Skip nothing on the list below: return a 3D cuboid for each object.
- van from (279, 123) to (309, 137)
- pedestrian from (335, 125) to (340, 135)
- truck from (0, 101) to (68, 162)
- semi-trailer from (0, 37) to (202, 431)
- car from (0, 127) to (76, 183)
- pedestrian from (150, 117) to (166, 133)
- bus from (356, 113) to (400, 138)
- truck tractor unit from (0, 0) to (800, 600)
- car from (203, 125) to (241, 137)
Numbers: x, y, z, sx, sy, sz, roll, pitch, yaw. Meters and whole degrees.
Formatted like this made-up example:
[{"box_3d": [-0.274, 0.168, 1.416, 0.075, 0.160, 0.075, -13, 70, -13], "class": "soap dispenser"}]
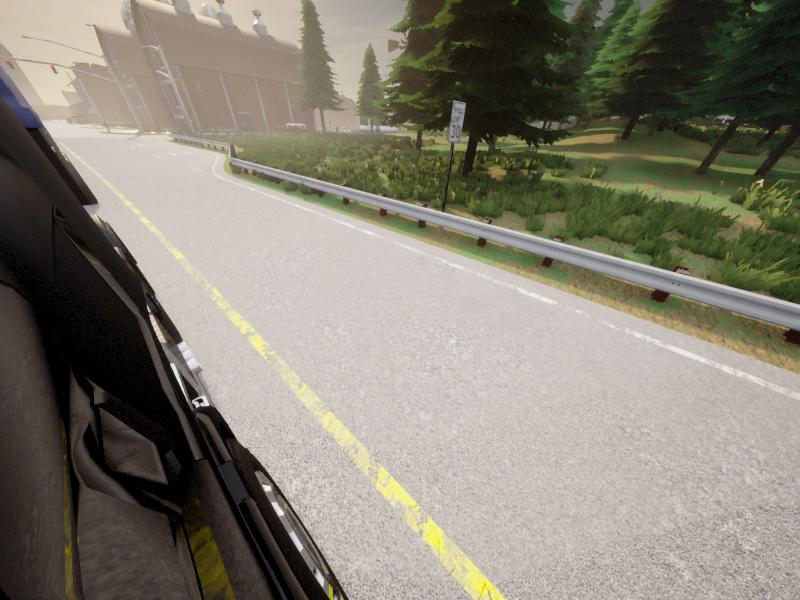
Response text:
[{"box_3d": [-19.938, -32.180, 43.757, 2.069, 2.038, 4.480, 28, 43, 29], "class": "van"}, {"box_3d": [-14.663, -39.768, 54.088, 0.751, 1.860, 0.751, 28, 44, 30], "class": "pedestrian"}, {"box_3d": [-21.925, -9.537, 12.951, 5.204, 2.467, 2.627, 27, 43, 28], "class": "truck"}, {"box_3d": [-8.745, -3.573, 4.180, 14.254, 4.402, 2.717, 28, 43, 29], "class": "semi-trailer"}, {"box_3d": [-16.060, -6.229, 9.719, 4.902, 1.511, 2.128, 27, 43, 29], "class": "car"}, {"box_3d": [-35.250, -25.437, 33.639, 0.751, 1.860, 0.751, 28, 43, 29], "class": "pedestrian"}, {"box_3d": [-4.825, -40.445, 53.906, 3.944, 4.253, 10.273, 28, 43, 29], "class": "bus"}, {"box_3d": [-2.645, -0.295, 0.351, 6.516, 4.208, 3.053, 28, 44, 30], "class": "truck tractor unit"}, {"box_3d": [-27.761, -26.433, 36.145, 1.994, 1.385, 4.181, 27, 43, 29], "class": "car"}]
